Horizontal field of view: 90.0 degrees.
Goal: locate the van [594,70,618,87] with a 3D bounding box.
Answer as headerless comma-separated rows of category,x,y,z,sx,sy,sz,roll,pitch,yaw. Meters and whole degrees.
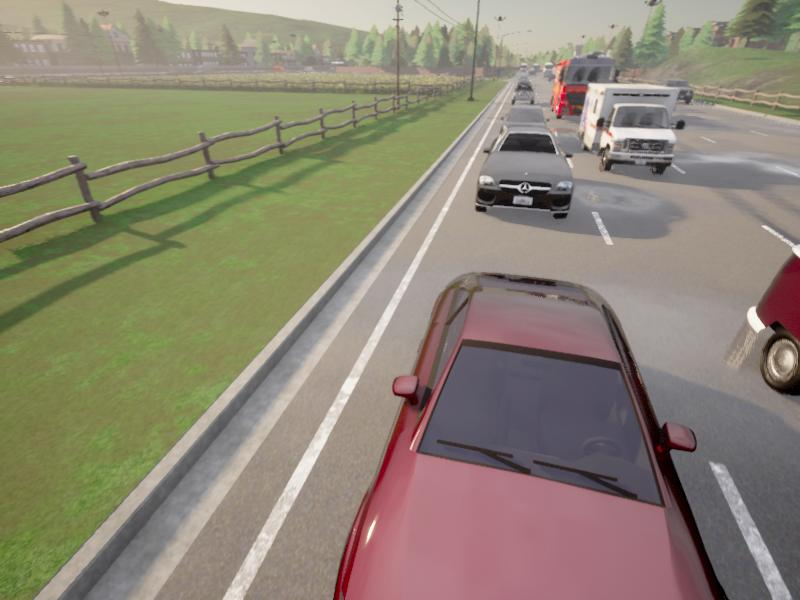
van,36.473,-39.367,71.085,2.351,2.431,6.366,8,31,13

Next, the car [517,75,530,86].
car,22.305,-39.635,72.234,2.038,1.542,4.974,8,31,13

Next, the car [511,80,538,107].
car,11.105,-18.541,35.859,1.932,1.855,4.605,8,31,13

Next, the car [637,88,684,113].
car,20.750,-16.011,32.043,1.970,1.475,3.806,8,31,13

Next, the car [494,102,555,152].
car,5.653,-8.030,18.274,2.163,1.488,4.792,8,31,13

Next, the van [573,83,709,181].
van,8.190,-6.395,14.575,2.351,2.431,6.366,8,31,12

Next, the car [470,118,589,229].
car,3.298,-3.622,10.593,2.152,1.651,5.027,8,31,13

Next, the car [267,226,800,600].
car,0.975,0.866,3.166,1.994,1.385,4.181,8,31,13

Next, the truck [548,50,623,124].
truck,12.250,-14.667,27.348,2.891,3.827,8.468,8,31,13

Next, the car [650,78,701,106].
car,26.446,-20.173,38.635,2.150,2.045,5.566,8,31,13

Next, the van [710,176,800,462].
van,4.518,0.794,2.663,2.069,2.038,4.480,8,31,13
